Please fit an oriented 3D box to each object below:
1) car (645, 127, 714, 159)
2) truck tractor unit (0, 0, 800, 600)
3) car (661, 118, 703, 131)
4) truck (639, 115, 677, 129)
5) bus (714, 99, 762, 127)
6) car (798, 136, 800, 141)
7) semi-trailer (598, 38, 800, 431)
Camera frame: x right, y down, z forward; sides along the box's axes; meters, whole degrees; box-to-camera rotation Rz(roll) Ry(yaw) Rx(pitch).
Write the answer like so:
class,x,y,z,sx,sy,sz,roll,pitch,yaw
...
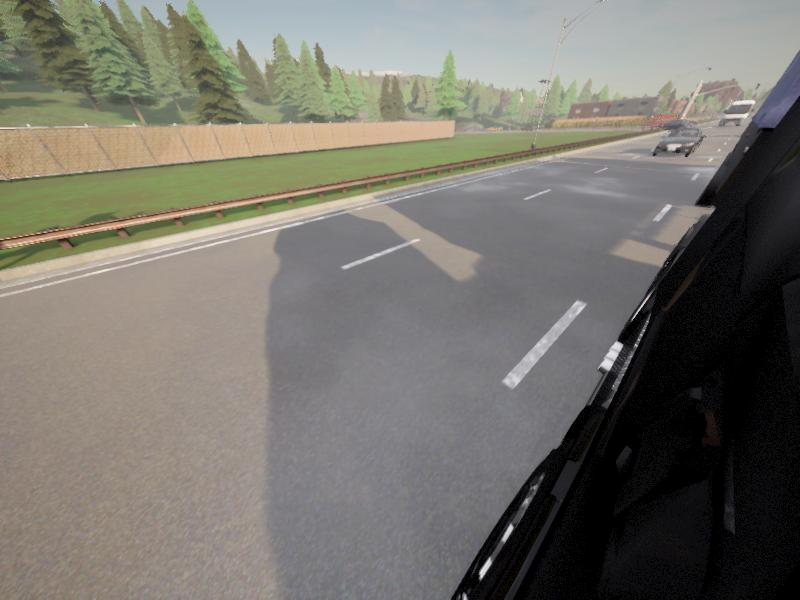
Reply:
class,x,y,z,sx,sy,sz,roll,pitch,yaw
car,19.333,-10.909,15.953,4.902,1.511,2.128,-28,43,-30
truck tractor unit,2.645,-0.295,0.351,6.516,4.208,3.053,-28,44,-30
car,51.899,-32.340,42.657,2.097,1.767,4.553,-1,37,3
truck,61.984,-42.802,55.618,2.627,2.467,5.204,-27,44,-30
bus,72.950,-40.202,49.902,10.273,4.253,3.944,-28,43,-30
car,36.873,-14.614,19.890,3.806,1.475,1.970,-28,43,-30
semi-trailer,8.690,-3.588,4.265,14.254,4.402,2.717,-28,43,-30
